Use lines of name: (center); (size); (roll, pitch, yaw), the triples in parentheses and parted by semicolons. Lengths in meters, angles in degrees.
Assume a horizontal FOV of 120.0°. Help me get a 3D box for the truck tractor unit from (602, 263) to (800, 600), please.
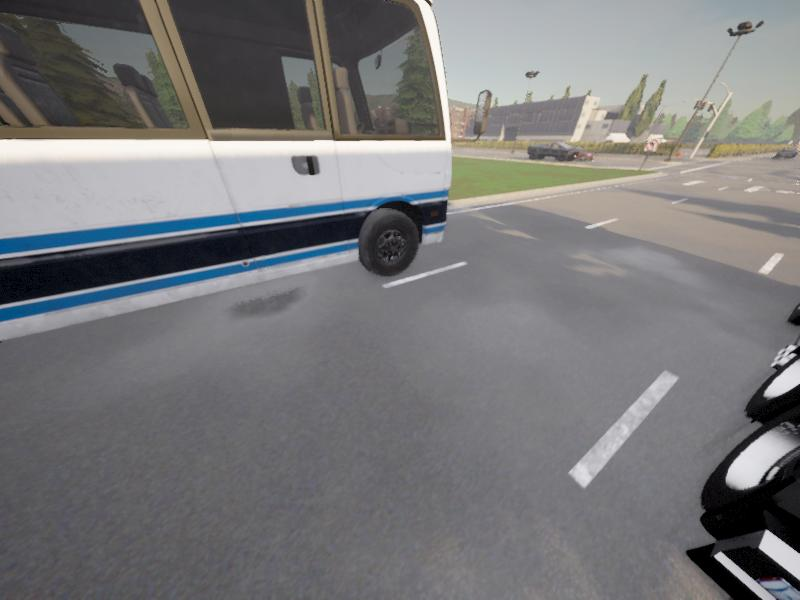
truck tractor unit: (5.115, -0.295, 0.788); (6.516, 4.208, 3.053); (-18, 39, -24)

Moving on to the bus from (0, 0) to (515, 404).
bus: (-3.950, -2.038, 3.182); (10.273, 4.253, 3.944); (-18, 39, -25)
